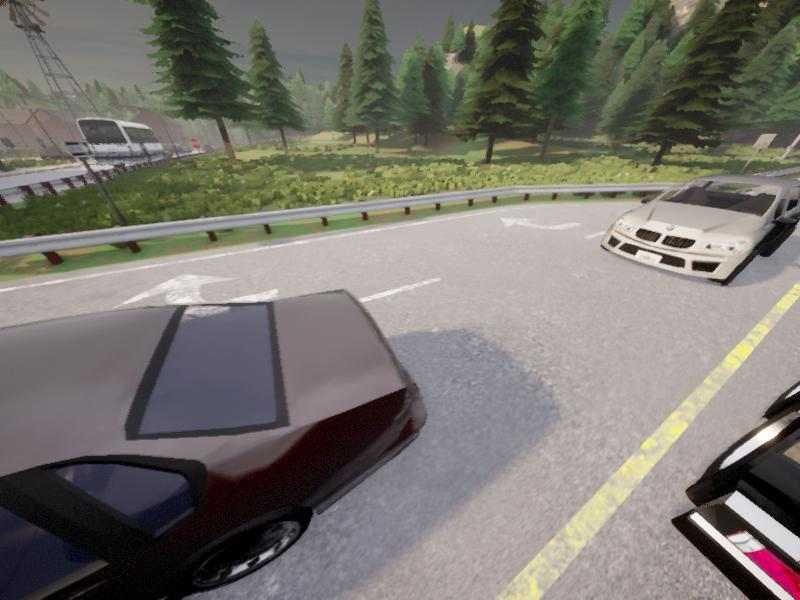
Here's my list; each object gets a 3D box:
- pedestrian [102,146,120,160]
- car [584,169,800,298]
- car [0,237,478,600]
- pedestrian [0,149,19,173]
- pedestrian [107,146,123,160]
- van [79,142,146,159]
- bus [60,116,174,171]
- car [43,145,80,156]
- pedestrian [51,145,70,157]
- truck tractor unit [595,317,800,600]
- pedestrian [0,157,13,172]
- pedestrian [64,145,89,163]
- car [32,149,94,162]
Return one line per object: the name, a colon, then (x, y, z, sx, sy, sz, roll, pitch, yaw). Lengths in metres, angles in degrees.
pedestrian: (-44.448, -22.621, 35.600, 0.751, 1.860, 0.751, -9, 35, -13)
car: (7.147, -1.892, 5.352, 4.611, 1.667, 2.242, -16, 38, -22)
car: (-2.449, 1.077, 1.280, 5.357, 1.411, 2.033, -17, 38, -23)
pedestrian: (-34.081, -11.872, 19.599, 0.751, 1.860, 0.751, -11, 36, -16)
pedestrian: (-45.893, -23.711, 37.197, 0.751, 1.860, 0.751, 14, 37, 19)
van: (-48.861, -25.631, 39.549, 6.366, 2.431, 2.351, -12, 36, -17)
bus: (-30.566, -17.563, 26.105, 3.944, 4.253, 10.273, -16, 38, -22)
car: (-74.775, -33.189, 51.149, 1.905, 1.878, 3.866, 14, 37, 19)
pedestrian: (-58.941, -25.863, 40.103, 0.751, 1.860, 0.751, -5, 35, -7)
truck tractor unit: (5.198, -0.204, 0.639, 6.516, 4.208, 3.053, -14, 37, -19)
pedestrian: (-34.921, -11.801, 20.171, 0.500, 1.100, 0.500, -13, 36, -18)
pedestrian: (-39.998, -18.014, 28.587, 0.751, 1.860, 0.751, -9, 35, -13)
car: (-51.403, -22.233, 35.428, 4.792, 1.488, 2.163, -17, 38, -23)
